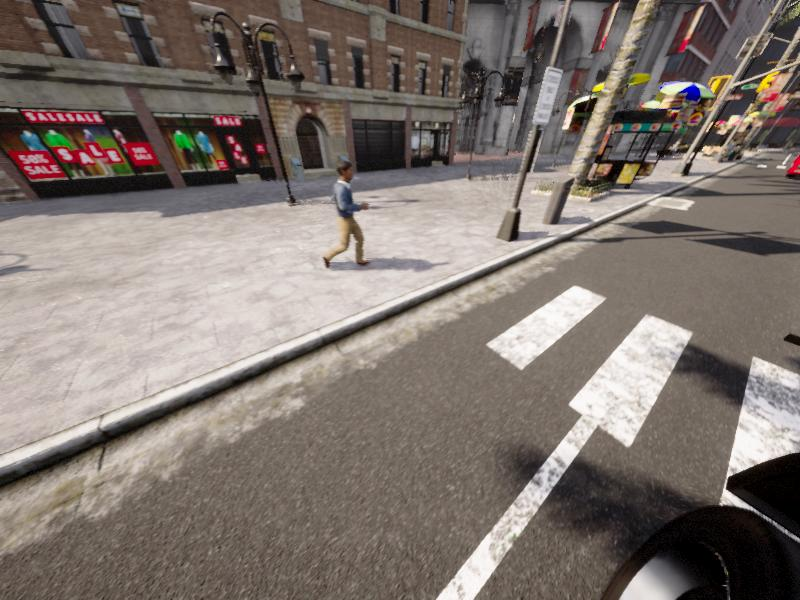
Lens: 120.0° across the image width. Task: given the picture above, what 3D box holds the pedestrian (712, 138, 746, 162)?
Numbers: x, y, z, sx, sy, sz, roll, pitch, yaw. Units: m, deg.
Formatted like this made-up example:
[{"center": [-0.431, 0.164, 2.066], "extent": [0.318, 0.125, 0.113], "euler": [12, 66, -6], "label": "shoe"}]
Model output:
[{"center": [30.784, -14.079, 21.657], "extent": [0.751, 1.860, 0.751], "euler": [-2, 35, -2], "label": "pedestrian"}]

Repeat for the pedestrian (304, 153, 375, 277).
[{"center": [-0.912, -1.399, 3.976], "extent": [0.751, 1.860, 0.751], "euler": [2, 35, 3], "label": "pedestrian"}]

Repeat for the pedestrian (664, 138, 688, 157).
[{"center": [31.596, -17.485, 26.475], "extent": [0.751, 1.860, 0.751], "euler": [4, 35, 6], "label": "pedestrian"}]

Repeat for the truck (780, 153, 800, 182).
[{"center": [27.216, -9.531, 13.848], "extent": [8.468, 3.827, 2.891], "euler": [-22, 41, -28], "label": "truck"}]
